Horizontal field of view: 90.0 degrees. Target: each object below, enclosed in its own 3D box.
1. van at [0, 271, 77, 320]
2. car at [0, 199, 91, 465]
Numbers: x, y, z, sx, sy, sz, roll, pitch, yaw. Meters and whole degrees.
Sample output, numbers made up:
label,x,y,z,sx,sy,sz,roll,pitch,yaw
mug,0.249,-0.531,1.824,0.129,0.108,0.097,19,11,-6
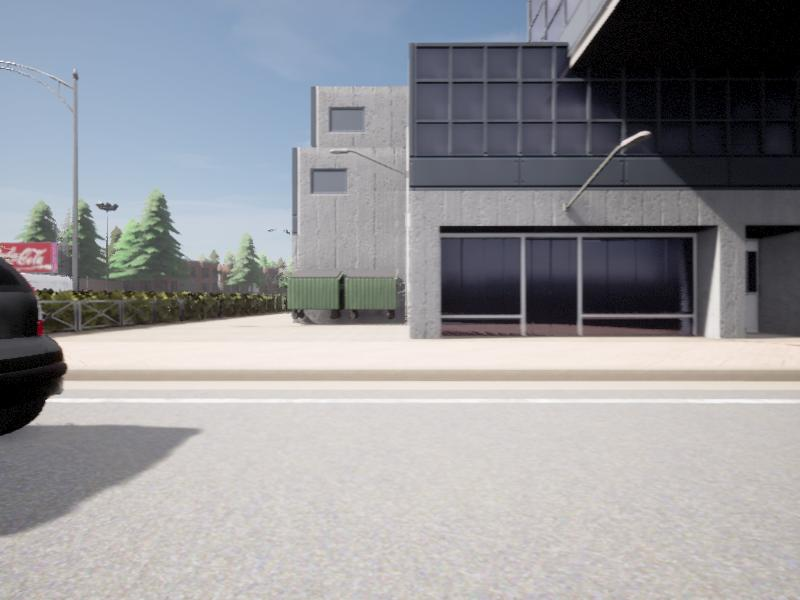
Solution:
label,x,y,z,sx,sy,sz,roll,pitch,yaw
van,-21.940,-0.249,22.942,1.988,2.561,5.915,0,0,1
car,-4.433,0.194,2.268,3.988,1.617,1.851,0,0,2
